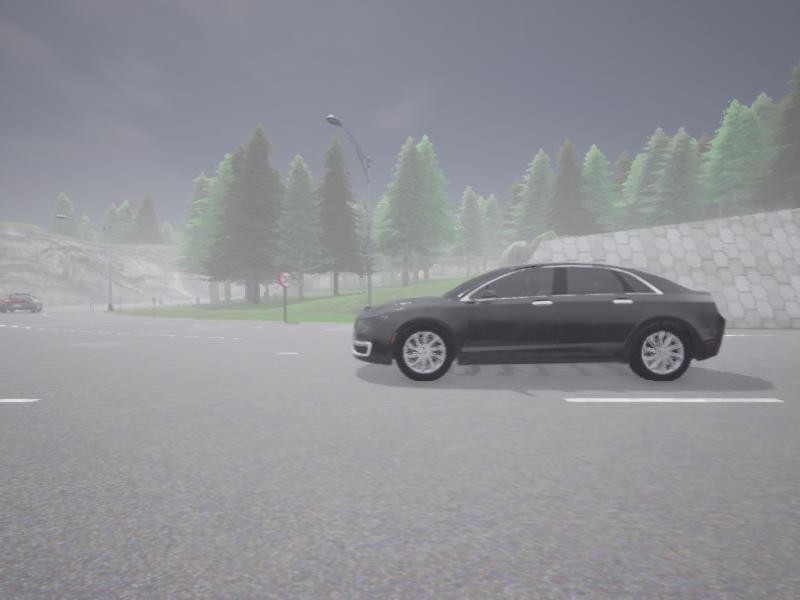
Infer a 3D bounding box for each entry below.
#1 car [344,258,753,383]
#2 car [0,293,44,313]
[{"bbox_3d":[1.773,0.244,5.700,4.892,1.490,1.837,0,0,0],"label":"car"},{"bbox_3d":[-30.391,0.231,32.244,2.038,1.542,4.974,0,0,-36],"label":"car"}]
